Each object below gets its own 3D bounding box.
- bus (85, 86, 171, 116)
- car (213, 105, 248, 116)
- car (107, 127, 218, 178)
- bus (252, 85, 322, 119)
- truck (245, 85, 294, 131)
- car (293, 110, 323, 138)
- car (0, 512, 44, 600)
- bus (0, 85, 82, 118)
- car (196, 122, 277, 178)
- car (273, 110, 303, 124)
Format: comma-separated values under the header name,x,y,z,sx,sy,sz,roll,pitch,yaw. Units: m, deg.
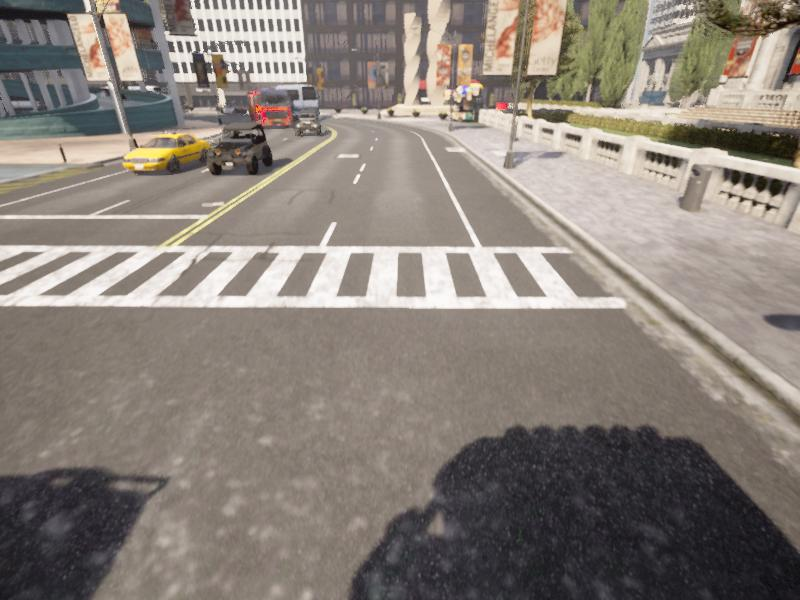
name,x,y,z,sx,sy,sz,roll,pitch,yaw
bus,-44.234,-32.575,65.523,10.273,4.253,3.944,0,27,0
car,-28.215,-31.629,66.571,4.974,1.542,2.038,10,29,19
car,-10.504,-6.879,18.331,1.801,1.575,5.366,0,27,0
bus,-17.034,-29.811,60.083,10.273,4.253,3.944,18,32,32
truck,-13.454,-19.781,41.013,2.891,3.827,8.468,-12,30,-23
car,-7.464,-14.506,32.840,1.905,1.878,3.866,-3,27,-6
car,-3.496,2.172,0.362,1.932,1.855,4.605,0,28,0
bus,-54.592,-29.465,59.484,10.273,4.253,3.944,0,27,0
car,-7.014,-6.745,17.719,1.905,1.878,3.866,0,27,-1
car,-13.569,-22.117,48.332,1.895,1.301,4.718,-17,32,-30
